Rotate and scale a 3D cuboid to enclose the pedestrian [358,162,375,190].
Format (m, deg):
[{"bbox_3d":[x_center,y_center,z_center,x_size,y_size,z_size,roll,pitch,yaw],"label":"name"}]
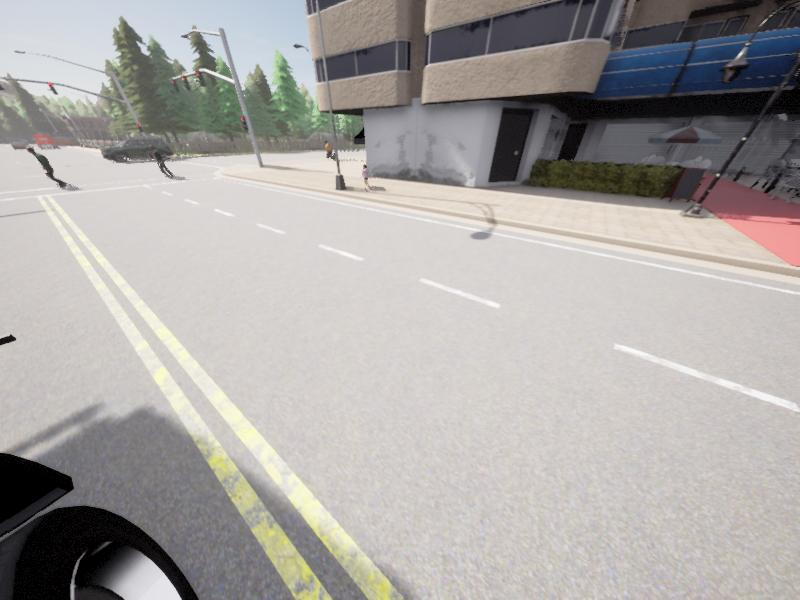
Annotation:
[{"bbox_3d":[-1.582,-5.926,11.066,0.500,1.100,0.500,23,41,29],"label":"pedestrian"}]

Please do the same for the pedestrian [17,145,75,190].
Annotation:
[{"bbox_3d":[-17.722,-6.668,11.615,0.751,1.860,0.751,23,41,29],"label":"pedestrian"}]

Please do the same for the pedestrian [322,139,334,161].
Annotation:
[{"bbox_3d":[-7.292,-15.270,23.548,0.751,1.860,0.751,-14,38,-19],"label":"pedestrian"}]

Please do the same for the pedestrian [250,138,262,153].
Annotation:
[{"bbox_3d":[-22.296,-23.899,35.715,0.751,1.860,0.751,23,41,29],"label":"pedestrian"}]

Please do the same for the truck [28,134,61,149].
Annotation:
[{"bbox_3d":[-75.609,-33.666,49.140,5.204,2.467,2.627,22,41,28],"label":"truck"}]

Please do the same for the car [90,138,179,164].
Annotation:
[{"bbox_3d":[-27.703,-15.849,24.442,2.150,2.045,5.566,23,41,28],"label":"car"}]

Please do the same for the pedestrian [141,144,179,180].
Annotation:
[{"bbox_3d":[-14.927,-8.616,14.413,0.751,1.860,0.751,20,40,26],"label":"pedestrian"}]
